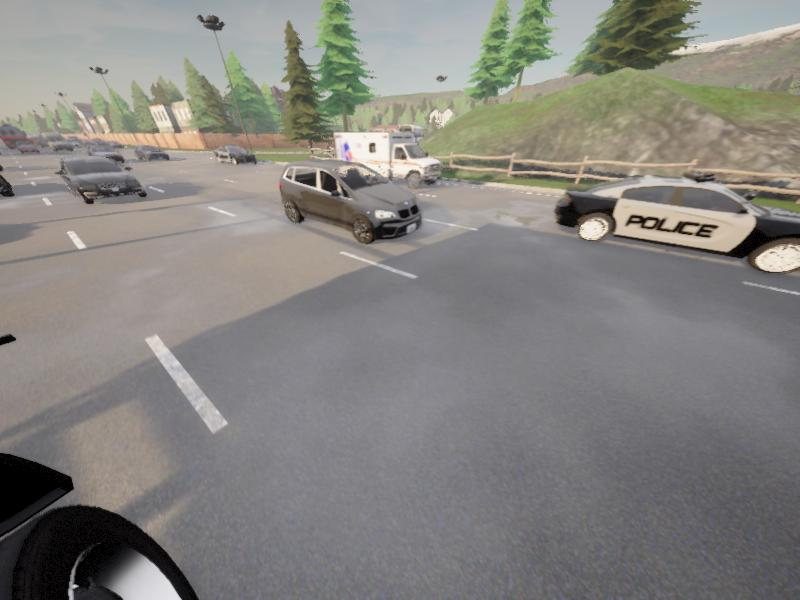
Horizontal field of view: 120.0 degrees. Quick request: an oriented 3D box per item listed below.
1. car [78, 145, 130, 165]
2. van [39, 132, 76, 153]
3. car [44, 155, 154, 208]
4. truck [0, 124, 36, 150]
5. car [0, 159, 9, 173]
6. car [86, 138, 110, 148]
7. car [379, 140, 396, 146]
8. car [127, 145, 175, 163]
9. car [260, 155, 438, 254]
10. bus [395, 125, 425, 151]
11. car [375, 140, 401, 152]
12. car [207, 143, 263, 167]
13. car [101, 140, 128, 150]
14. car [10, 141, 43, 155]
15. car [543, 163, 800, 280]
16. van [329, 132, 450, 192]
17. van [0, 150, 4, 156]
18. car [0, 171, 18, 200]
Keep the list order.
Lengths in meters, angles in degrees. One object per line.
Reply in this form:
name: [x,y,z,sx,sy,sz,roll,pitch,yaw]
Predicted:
car: [-29.047,-14.261,22.645,5.357,1.411,2.033,22,41,28]
van: [-55.458,-25.542,37.401,5.915,2.561,1.988,22,41,28]
car: [-13.049,-5.286,9.985,4.892,1.490,1.837,22,41,28]
truck: [-73.957,-31.178,44.098,8.468,3.827,2.891,22,41,28]
car: [-31.291,-10.283,16.910,4.792,1.488,2.163,22,41,28]
car: [-66.626,-34.740,50.988,4.553,1.767,2.097,22,41,28]
car: [-3.758,-48.131,70.761,4.611,1.667,2.242,22,41,28]
car: [-26.981,-15.880,24.960,5.357,1.411,2.033,22,41,28]
car: [-1.541,-3.123,6.853,4.611,1.667,2.242,23,41,27]
bus: [2.291,-34.846,49.636,3.944,4.253,10.273,10,37,12]
car: [-2.139,-28.494,42.718,2.097,1.767,4.553,27,43,32]
car: [-15.677,-13.821,21.928,5.238,1.638,1.930,22,41,28]
car: [-55.044,-29.841,44.491,5.357,1.411,2.033,22,41,28]
car: [-52.964,-21.644,32.771,3.633,1.501,1.845,22,41,28]
car: [6.806,-2.149,5.590,5.238,1.638,1.930,22,41,28]
van: [-0.758,-8.034,13.180,6.366,2.431,2.351,22,41,28]
van: [-54.604,-20.215,29.955,6.366,2.431,2.351,22,41,28]
car: [-19.347,-5.453,10.051,5.027,1.651,2.152,22,41,28]
